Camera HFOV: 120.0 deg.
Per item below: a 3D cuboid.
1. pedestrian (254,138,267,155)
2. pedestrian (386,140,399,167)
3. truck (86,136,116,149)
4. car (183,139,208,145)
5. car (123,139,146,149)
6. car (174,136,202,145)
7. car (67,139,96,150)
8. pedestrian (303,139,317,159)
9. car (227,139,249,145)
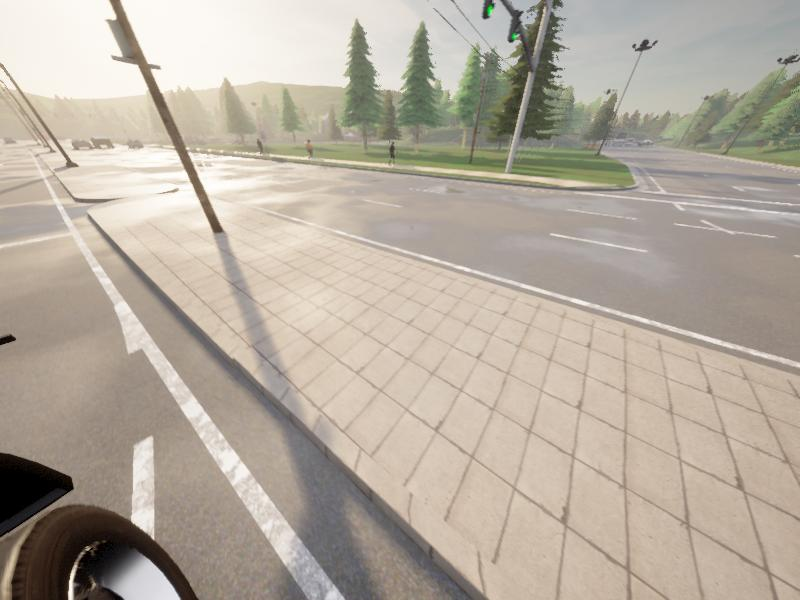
[{"bbox_3d":[-18.744,-20.597,30.998,0.751,1.860,0.751,25,42,30],"label":"pedestrian"},{"bbox_3d":[-0.635,-12.422,19.607,0.751,1.860,0.751,25,42,31],"label":"pedestrian"},{"bbox_3d":[-61.820,-32.688,47.754,6.274,2.098,2.390,23,41,29],"label":"truck"},{"bbox_3d":[-58.780,-45.573,66.590,1.837,1.490,4.892,24,41,29],"label":"car"},{"bbox_3d":[-53.169,-31.260,46.257,3.988,1.617,1.851,23,41,29],"label":"car"},{"bbox_3d":[-64.181,-48.391,70.062,2.150,2.045,5.566,24,41,29],"label":"car"},{"bbox_3d":[-57.714,-28.209,41.864,5.027,1.651,2.152,23,41,29],"label":"car"},{"bbox_3d":[-9.938,-16.621,25.457,0.751,1.860,0.751,25,42,30],"label":"pedestrian"},{"bbox_3d":[-50.028,-48.809,71.334,2.128,1.511,4.902,24,41,29],"label":"car"}]
